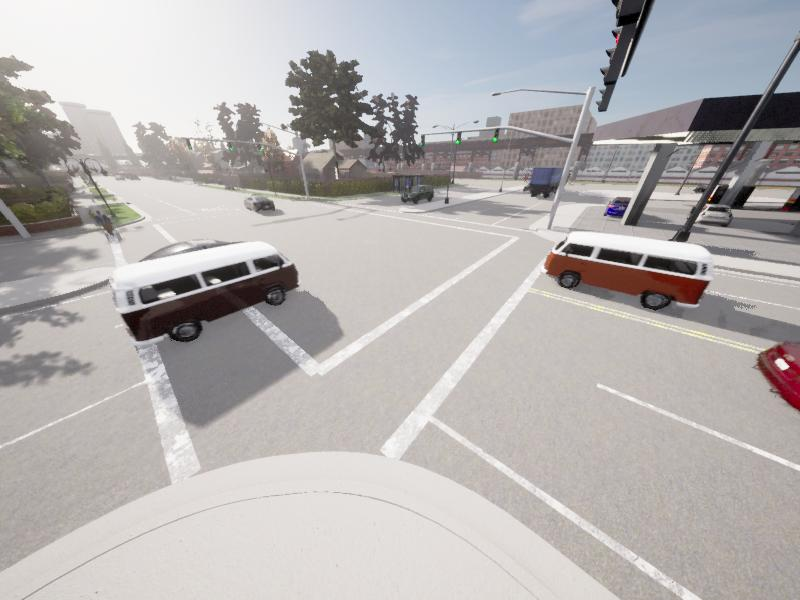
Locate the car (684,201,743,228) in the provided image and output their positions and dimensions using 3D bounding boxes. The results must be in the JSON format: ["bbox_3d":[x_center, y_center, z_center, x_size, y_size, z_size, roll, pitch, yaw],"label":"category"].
[{"bbox_3d":[25.999,-7.245,19.370,1.970,1.475,3.806,23,37,34],"label":"car"}]

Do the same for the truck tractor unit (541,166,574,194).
[{"bbox_3d":[29.871,-22.843,43.746,3.053,4.208,6.516,23,37,34],"label":"truck tractor unit"}]

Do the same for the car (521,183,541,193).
[{"bbox_3d":[25.125,-21.490,44.234,2.033,1.411,5.357,23,37,34],"label":"car"}]

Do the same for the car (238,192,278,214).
[{"bbox_3d":[-15.611,-10.729,25.348,5.238,1.638,1.930,26,39,37],"label":"car"}]

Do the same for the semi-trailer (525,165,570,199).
[{"bbox_3d":[24.826,-19.880,38.421,2.717,4.402,14.254,23,37,34],"label":"semi-trailer"}]

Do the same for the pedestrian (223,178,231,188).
[{"bbox_3d":[-38.301,-25.952,51.156,0.751,1.860,0.751,23,37,34],"label":"pedestrian"}]

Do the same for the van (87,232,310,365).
[{"bbox_3d":[-5.601,-0.481,7.203,2.069,2.038,4.480,23,37,34],"label":"van"}]

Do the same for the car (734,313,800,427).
[{"bbox_3d":[9.490,1.922,3.707,4.181,1.385,1.994,21,36,32],"label":"car"}]

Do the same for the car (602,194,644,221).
[{"bbox_3d":[21.088,-8.924,21.955,2.242,1.667,4.611,23,37,34],"label":"car"}]

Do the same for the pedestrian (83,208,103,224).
[{"bbox_3d":[-24.955,-6.826,18.791,0.500,1.100,0.500,-25,38,-36],"label":"pedestrian"}]

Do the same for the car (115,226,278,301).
[{"bbox_3d":[-8.397,-1.915,10.241,2.163,1.488,4.792,15,33,24],"label":"car"}]

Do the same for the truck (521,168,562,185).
[{"bbox_3d":[39.133,-34.401,64.165,8.468,3.827,2.891,23,37,34],"label":"truck"}]

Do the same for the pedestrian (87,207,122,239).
[{"bbox_3d":[-19.796,-5.200,15.504,0.751,1.860,0.751,25,38,36],"label":"pedestrian"}]

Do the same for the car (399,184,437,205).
[{"bbox_3d":[2.479,-14.378,31.262,2.150,2.045,5.566,23,37,34],"label":"car"}]

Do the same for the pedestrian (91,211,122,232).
[{"bbox_3d":[-21.824,-5.843,17.178,0.751,1.300,0.751,8,31,14],"label":"pedestrian"}]

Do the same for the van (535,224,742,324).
[{"bbox_3d":[8.003,-1.265,8.563,4.480,2.038,2.069,22,37,33],"label":"van"}]
